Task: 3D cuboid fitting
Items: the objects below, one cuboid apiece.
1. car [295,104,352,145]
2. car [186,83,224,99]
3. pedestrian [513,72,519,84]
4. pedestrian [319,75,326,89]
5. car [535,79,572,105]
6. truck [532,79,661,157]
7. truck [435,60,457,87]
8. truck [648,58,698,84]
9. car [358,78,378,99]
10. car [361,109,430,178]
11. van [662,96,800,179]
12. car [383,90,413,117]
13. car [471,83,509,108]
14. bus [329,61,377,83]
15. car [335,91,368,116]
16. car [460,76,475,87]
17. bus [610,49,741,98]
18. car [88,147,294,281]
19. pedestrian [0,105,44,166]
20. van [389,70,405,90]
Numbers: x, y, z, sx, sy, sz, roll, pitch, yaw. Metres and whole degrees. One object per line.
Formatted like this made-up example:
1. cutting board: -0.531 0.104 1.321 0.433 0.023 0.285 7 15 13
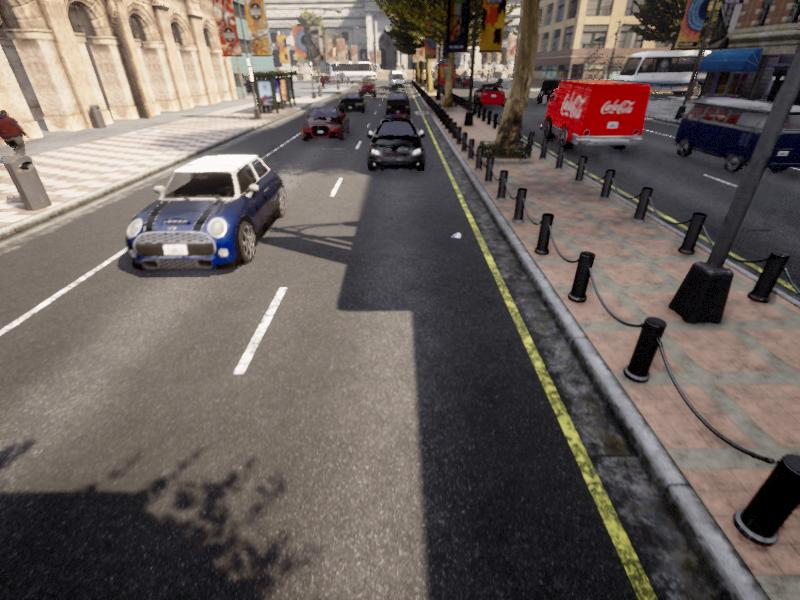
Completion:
1. car: -3.629 -8.817 19.880 1.994 1.385 4.181 0 30 0
2. car: -22.954 -24.788 47.335 2.161 1.482 4.786 -1 30 0
3. pedestrian: 21.063 -40.326 72.615 0.751 1.860 0.751 1 30 2
4. pedestrian: -11.912 -33.548 61.612 0.751 1.860 0.751 2 30 4
5. car: 13.941 -18.833 36.206 1.905 1.878 3.866 18 35 29
6. truck: 7.864 -7.848 16.911 2.627 2.467 5.204 -1 30 0
7. truck: 7.851 -39.343 69.574 2.891 3.827 8.468 0 30 0
8. truck: 49.285 -41.627 72.707 2.891 3.827 8.468 -1 30 0
9. car: -3.634 -24.227 45.788 1.905 1.878 3.866 0 30 0
10. car: -0.127 -5.797 14.469 2.038 1.542 4.974 0 30 0
11. van: 11.361 -5.673 13.594 1.775 1.987 4.442 0 31 0
12. car: -0.126 -14.918 30.251 2.033 1.411 5.357 0 30 0
13. car: 7.854 -18.180 35.420 2.242 1.667 4.611 0 30 0
14. bus: -10.554 -51.839 90.925 10.273 4.253 3.944 0 30 0
15. car: -3.623 -15.176 30.784 1.994 1.385 4.181 0 30 0
16. car: 11.359 -37.043 67.769 1.851 1.617 3.988 0 30 0
17. bus: 28.982 -24.207 42.789 10.273 4.253 3.944 -1 30 0
18. car: -3.630 -1.916 7.935 1.970 1.475 3.806 -1 30 0
19. pedestrian: -13.391 -5.663 13.815 0.751 1.860 0.751 -3 30 -3
20. van: -0.510 -34.714 63.074 1.988 2.561 5.915 -3 30 -5
